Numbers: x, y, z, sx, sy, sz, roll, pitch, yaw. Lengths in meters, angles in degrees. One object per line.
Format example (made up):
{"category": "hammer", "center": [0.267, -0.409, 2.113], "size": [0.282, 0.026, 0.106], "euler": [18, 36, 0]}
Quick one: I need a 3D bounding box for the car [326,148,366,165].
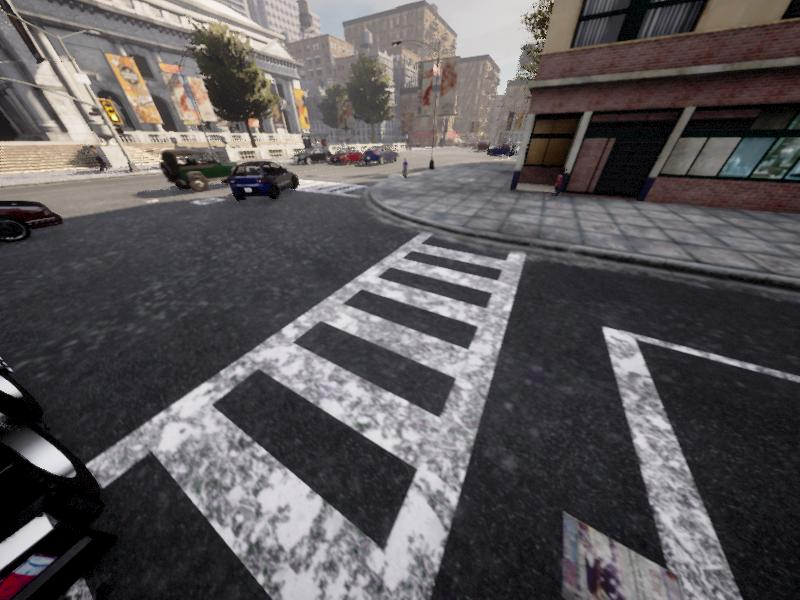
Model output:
{"category": "car", "center": [-5.966, -16.168, 26.012], "size": [1.994, 1.385, 4.181], "euler": [17, 38, 23]}

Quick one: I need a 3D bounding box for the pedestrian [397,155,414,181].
{"category": "pedestrian", "center": [0.349, -8.163, 14.243], "size": [0.751, 1.300, 0.751], "euler": [18, 39, 25]}

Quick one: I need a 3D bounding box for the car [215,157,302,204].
{"category": "car", "center": [-6.564, -6.027, 11.388], "size": [1.816, 1.474, 4.193], "euler": [-2, 35, -2]}

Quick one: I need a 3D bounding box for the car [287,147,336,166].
{"category": "car", "center": [-9.850, -16.320, 26.133], "size": [2.128, 1.511, 4.902], "euler": [17, 39, 24]}

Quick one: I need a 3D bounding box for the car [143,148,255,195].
{"category": "car", "center": [-10.775, -7.255, 12.814], "size": [1.905, 1.878, 3.866], "euler": [17, 39, 24]}

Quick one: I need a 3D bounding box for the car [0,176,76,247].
{"category": "car", "center": [-12.064, -1.585, 5.133], "size": [2.033, 1.411, 5.357], "euler": [17, 39, 24]}

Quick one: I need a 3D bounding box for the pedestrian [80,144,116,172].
{"category": "pedestrian", "center": [-23.998, -11.282, 18.402], "size": [0.751, 1.860, 0.751], "euler": [12, 37, 16]}

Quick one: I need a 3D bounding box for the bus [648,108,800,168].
{"category": "bus", "center": [32.890, -15.744, 22.602], "size": [10.273, 4.253, 3.944], "euler": [17, 39, 23]}

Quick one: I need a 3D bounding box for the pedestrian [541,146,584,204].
{"category": "pedestrian", "center": [6.222, -4.825, 8.927], "size": [0.751, 1.860, 0.751], "euler": [19, 39, 25]}

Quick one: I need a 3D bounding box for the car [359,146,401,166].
{"category": "car", "center": [-2.074, -16.183, 25.782], "size": [2.152, 1.651, 5.027], "euler": [18, 39, 24]}

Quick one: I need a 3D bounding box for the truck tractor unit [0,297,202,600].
{"category": "truck tractor unit", "center": [-5.172, -0.233, 0.706], "size": [6.516, 4.208, 3.053], "euler": [16, 38, 22]}

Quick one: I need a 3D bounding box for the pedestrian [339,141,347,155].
{"category": "pedestrian", "center": [-9.389, -25.106, 38.109], "size": [0.751, 1.860, 0.751], "euler": [17, 39, 23]}

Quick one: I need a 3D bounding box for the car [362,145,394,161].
{"category": "car", "center": [-2.784, -19.664, 30.851], "size": [1.882, 1.535, 5.008], "euler": [16, 38, 22]}
